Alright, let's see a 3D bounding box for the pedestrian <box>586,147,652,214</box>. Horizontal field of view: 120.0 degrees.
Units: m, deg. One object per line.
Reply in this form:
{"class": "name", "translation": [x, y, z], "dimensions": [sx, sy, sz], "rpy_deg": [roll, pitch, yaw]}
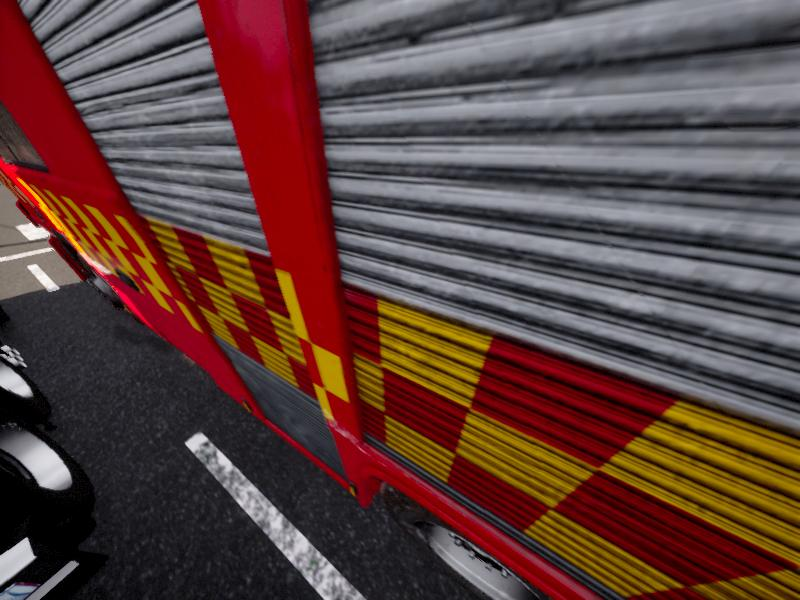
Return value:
{"class": "pedestrian", "translation": [7.119, -3.922, 7.644], "dimensions": [0.751, 1.860, 0.751], "rpy_deg": [14, 37, 19]}

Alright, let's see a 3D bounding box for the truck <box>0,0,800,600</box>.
{"class": "truck", "translation": [-1.060, -1.148, 2.314], "dimensions": [8.468, 3.827, 2.891], "rpy_deg": [18, 39, 24]}

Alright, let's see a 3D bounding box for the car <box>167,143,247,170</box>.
{"class": "car", "translation": [-19.335, -14.788, 23.610], "dimensions": [2.150, 2.045, 5.566], "rpy_deg": [18, 39, 25]}

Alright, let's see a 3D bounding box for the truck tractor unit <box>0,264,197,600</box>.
{"class": "truck tractor unit", "translation": [-5.108, -0.305, 0.776], "dimensions": [6.516, 4.208, 3.053], "rpy_deg": [18, 39, 24]}

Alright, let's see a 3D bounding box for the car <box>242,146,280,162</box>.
{"class": "car", "translation": [-18.398, -19.449, 30.726], "dimensions": [1.789, 1.549, 3.705], "rpy_deg": [18, 39, 25]}

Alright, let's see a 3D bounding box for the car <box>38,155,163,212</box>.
{"class": "car", "translation": [-13.361, -5.694, 10.867], "dimensions": [2.152, 1.651, 5.027], "rpy_deg": [-22, 40, -27]}
